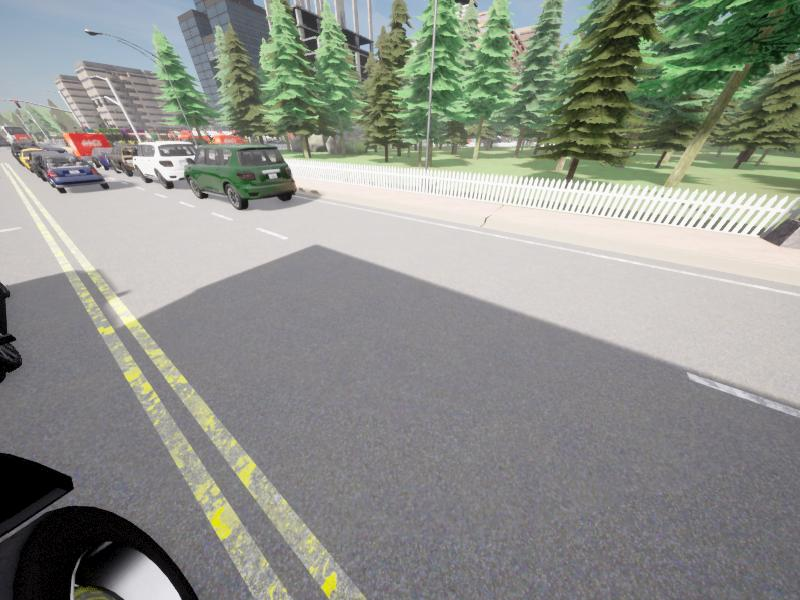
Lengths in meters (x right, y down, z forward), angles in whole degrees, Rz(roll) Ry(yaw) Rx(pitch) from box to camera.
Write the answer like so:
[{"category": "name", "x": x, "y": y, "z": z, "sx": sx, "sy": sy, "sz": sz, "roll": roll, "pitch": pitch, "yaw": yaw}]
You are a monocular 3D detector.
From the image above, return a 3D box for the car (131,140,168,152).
[{"category": "car", "x": -45.125, "y": -27.847, "z": 41.747, "sx": 1.851, "sy": 1.617, "sz": 3.988, "roll": 22, "pitch": 41, "yaw": 28}]

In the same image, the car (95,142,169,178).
[{"category": "car", "x": -18.721, "y": -9.857, "z": 16.151, "sx": 4.605, "sy": 1.855, "sz": 1.932, "roll": 22, "pitch": 40, "yaw": 27}]

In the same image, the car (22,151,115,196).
[{"category": "car", "x": -16.645, "y": -6.461, "z": 11.626, "sx": 3.705, "sy": 1.549, "sz": 1.789, "roll": 22, "pitch": 40, "yaw": 27}]

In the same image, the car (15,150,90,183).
[{"category": "car", "x": -21.865, "y": -8.496, "z": 14.548, "sx": 4.193, "sy": 1.474, "sz": 1.816, "roll": 22, "pitch": 40, "yaw": 27}]

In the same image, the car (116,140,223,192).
[{"category": "car", "x": -12.734, "y": -7.551, "z": 12.773, "sx": 5.566, "sy": 2.045, "sz": 2.150, "roll": 22, "pitch": 40, "yaw": 27}]

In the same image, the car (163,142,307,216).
[{"category": "car", "x": -6.699, "y": -5.163, "z": 9.423, "sx": 5.566, "sy": 2.045, "sz": 2.150, "roll": 21, "pitch": 40, "yaw": 27}]

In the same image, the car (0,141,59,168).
[{"category": "car", "x": -33.448, "y": -13.256, "z": 20.875, "sx": 4.605, "sy": 1.855, "sz": 1.932, "roll": 22, "pitch": 40, "yaw": 27}]

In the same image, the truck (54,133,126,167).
[{"category": "truck", "x": -29.380, "y": -14.325, "z": 21.907, "sx": 5.204, "sy": 2.467, "sz": 2.627, "roll": 22, "pitch": 40, "yaw": 27}]

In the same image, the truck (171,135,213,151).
[{"category": "truck", "x": -41.374, "y": -31.444, "z": 46.140, "sx": 2.627, "sy": 2.467, "sz": 5.204, "roll": 20, "pitch": 40, "yaw": 26}]

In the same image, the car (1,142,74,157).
[{"category": "car", "x": -48.754, "y": -20.388, "z": 31.243, "sx": 4.792, "sy": 1.488, "sz": 2.163, "roll": -11, "pitch": 37, "yaw": -16}]

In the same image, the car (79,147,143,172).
[{"category": "car", "x": -24.115, "y": -11.832, "z": 19.263, "sx": 4.792, "sy": 1.488, "sz": 2.163, "roll": 22, "pitch": 40, "yaw": 27}]

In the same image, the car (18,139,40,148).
[{"category": "car", "x": -87.215, "y": -36.917, "z": 54.303, "sx": 5.238, "sy": 1.638, "sz": 1.930, "roll": 22, "pitch": 40, "yaw": 27}]

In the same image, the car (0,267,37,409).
[{"category": "car", "x": -6.037, "y": 0.220, "z": 2.300, "sx": 3.806, "sy": 1.475, "sz": 1.970, "roll": 22, "pitch": 41, "yaw": 28}]

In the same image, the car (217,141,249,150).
[{"category": "car", "x": -35.241, "y": -32.794, "z": 48.905, "sx": 2.038, "sy": 1.542, "sz": 4.974, "roll": 21, "pitch": 40, "yaw": 26}]

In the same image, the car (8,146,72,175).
[{"category": "car", "x": -27.631, "y": -10.827, "z": 17.725, "sx": 5.366, "sy": 1.575, "sz": 1.801, "roll": 22, "pitch": 40, "yaw": 27}]

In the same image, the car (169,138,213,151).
[{"category": "car", "x": -39.286, "y": -29.415, "z": 43.632, "sx": 2.150, "sy": 2.045, "sz": 5.566, "roll": 21, "pitch": 40, "yaw": 26}]

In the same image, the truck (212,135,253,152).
[{"category": "truck", "x": -31.421, "y": -29.628, "z": 43.618, "sx": 2.627, "sy": 2.467, "sz": 5.204, "roll": 21, "pitch": 40, "yaw": 26}]

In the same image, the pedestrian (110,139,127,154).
[{"category": "pedestrian", "x": -41.820, "y": -22.798, "z": 34.336, "sx": 0.751, "sy": 1.860, "sz": 0.751, "roll": 27, "pitch": 43, "yaw": 33}]
